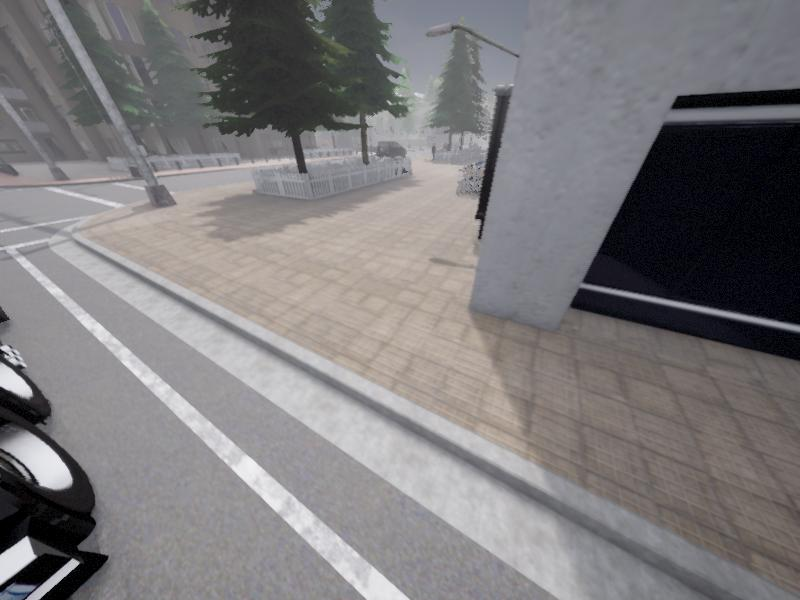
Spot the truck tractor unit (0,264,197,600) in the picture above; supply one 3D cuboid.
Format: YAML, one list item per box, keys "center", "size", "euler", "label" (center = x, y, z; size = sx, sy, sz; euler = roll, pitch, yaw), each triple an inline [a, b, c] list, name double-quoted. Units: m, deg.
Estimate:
- center: [-5.111, -0.302, 0.776]
  size: [6.516, 4.208, 3.053]
  euler: [18, 39, 24]
  label: "truck tractor unit"
